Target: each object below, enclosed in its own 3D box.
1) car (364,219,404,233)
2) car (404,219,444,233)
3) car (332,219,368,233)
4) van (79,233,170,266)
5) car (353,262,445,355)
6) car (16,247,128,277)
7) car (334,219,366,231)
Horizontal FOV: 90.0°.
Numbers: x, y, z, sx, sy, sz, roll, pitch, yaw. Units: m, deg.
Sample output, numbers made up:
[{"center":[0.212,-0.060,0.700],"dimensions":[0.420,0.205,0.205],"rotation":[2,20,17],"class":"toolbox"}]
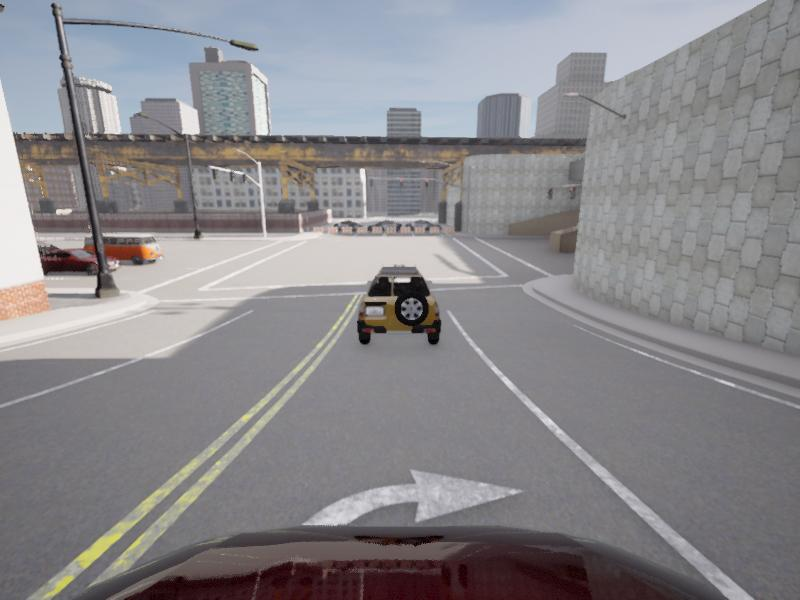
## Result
[{"center":[-2.109,-9.927,53.690],"dimensions":[4.974,1.542,2.038],"rotation":[-10,17,-35],"class":"car"},{"center":[3.262,-10.108,54.429],"dimensions":[4.974,1.542,2.038],"rotation":[8,16,28],"class":"car"},{"center":[-6.717,-9.933,53.703],"dimensions":[4.974,1.542,2.038],"rotation":[13,19,42],"class":"car"},{"center":[-18.045,-3.351,26.370],"dimensions":[4.442,1.987,1.775],"rotation":[0,14,0],"class":"van"},{"center":[-0.021,-0.029,10.793],"dimensions":[1.932,1.855,4.605],"rotation":[0,7,0],"class":"car"},{"center":[-18.647,-2.218,22.936],"dimensions":[4.674,1.442,1.812],"rotation":[0,14,-1],"class":"car"},{"center":[-6.755,-10.095,53.700],"dimensions":[4.536,1.218,1.853],"rotation":[13,19,42],"class":"car"}]
